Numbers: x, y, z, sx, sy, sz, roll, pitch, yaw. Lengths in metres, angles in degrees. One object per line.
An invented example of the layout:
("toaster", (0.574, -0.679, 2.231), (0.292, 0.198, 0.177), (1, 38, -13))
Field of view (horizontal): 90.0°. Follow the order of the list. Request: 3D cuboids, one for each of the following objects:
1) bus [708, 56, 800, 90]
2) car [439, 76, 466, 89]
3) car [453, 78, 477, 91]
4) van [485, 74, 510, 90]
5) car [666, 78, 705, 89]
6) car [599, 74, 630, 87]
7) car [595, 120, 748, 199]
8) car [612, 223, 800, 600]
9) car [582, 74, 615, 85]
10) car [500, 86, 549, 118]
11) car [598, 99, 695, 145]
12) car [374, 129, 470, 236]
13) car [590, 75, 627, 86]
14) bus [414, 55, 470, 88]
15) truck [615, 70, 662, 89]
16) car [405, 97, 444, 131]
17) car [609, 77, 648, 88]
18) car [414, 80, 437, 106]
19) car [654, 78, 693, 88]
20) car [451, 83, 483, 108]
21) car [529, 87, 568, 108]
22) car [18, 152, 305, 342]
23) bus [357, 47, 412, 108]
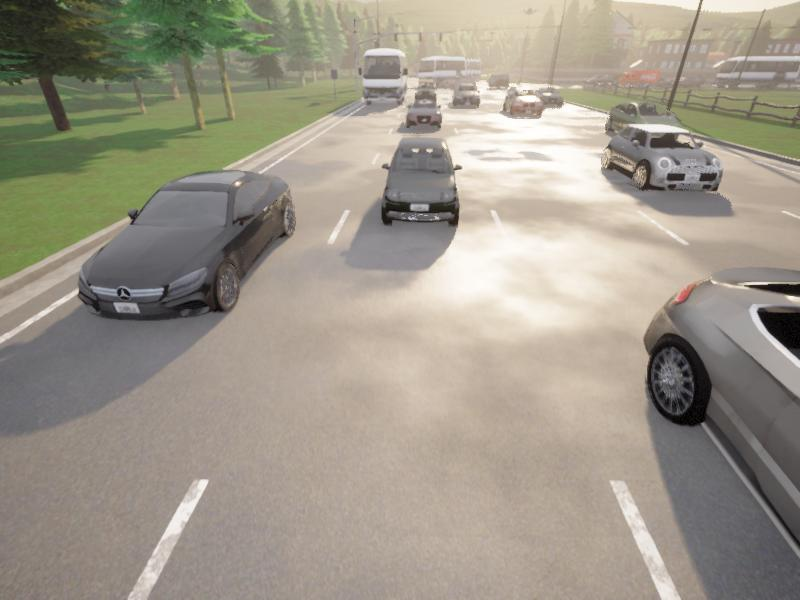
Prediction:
("bus", (53.636, -34.083, 60.101), (10.273, 4.253, 3.944), (2, 30, 2))
("car", (8.121, -33.659, 61.782), (2.242, 1.667, 4.611), (16, 34, 26))
("car", (9.446, -31.153, 57.697), (2.163, 1.488, 4.792), (12, 33, 20))
("van", (14.489, -32.356, 59.270), (1.775, 1.987, 4.442), (19, 35, 30))
("car", (43.754, -33.163, 61.348), (4.181, 1.385, 1.994), (2, 30, 3))
("car", (36.162, -37.137, 67.588), (3.866, 1.878, 1.905), (2, 30, 2))
("car", (7.672, -4.295, 11.874), (1.970, 1.475, 3.806), (2, 30, 3))
("car", (3.577, 1.217, 2.314), (2.152, 1.651, 5.027), (1, 30, 2))
("car", (36.482, -40.578, 73.678), (4.611, 1.667, 2.242), (1, 30, 2))
("car", (8.783, -14.254, 28.677), (2.242, 1.667, 4.611), (2, 30, 3))
("car", (11.676, -8.723, 19.392), (2.007, 1.525, 4.514), (2, 30, 3))
("car", (0.510, -2.940, 9.461), (1.789, 1.549, 3.705), (2, 30, 3))
("car", (36.777, -38.781, 70.661), (5.027, 1.651, 2.152), (1, 30, 2))
("bus", (6.975, -37.220, 65.297), (3.944, 4.253, 10.273), (20, 36, 34))
("truck", (36.472, -33.836, 61.380), (5.204, 2.467, 2.627), (1, 30, 2))
("car", (1.389, -10.719, 22.921), (1.994, 1.385, 4.181), (2, 30, 3))
("car", (36.875, -35.182, 64.629), (4.902, 1.511, 2.128), (2, 30, 2))
("car", (2.286, -18.577, 35.814), (1.905, 1.878, 3.866), (2, 30, 3))
("car", (44.007, -34.898, 64.382), (4.718, 1.301, 1.895), (2, 30, 2))
("car", (5.668, -17.635, 34.434), (2.242, 1.667, 4.611), (2, 30, 3))
("car", (12.702, -17.521, 34.562), (1.994, 1.385, 4.181), (2, 30, 3))
("car", (-3.195, -1.302, 6.766), (1.812, 1.442, 4.674), (2, 30, 3))
("bus", (-1.073, -20.212, 36.259), (3.944, 4.253, 10.273), (2, 30, 3))
